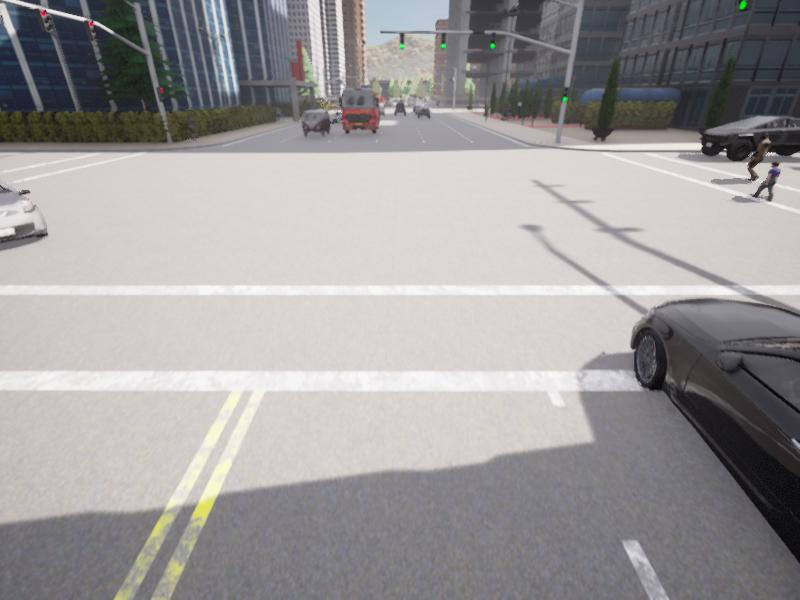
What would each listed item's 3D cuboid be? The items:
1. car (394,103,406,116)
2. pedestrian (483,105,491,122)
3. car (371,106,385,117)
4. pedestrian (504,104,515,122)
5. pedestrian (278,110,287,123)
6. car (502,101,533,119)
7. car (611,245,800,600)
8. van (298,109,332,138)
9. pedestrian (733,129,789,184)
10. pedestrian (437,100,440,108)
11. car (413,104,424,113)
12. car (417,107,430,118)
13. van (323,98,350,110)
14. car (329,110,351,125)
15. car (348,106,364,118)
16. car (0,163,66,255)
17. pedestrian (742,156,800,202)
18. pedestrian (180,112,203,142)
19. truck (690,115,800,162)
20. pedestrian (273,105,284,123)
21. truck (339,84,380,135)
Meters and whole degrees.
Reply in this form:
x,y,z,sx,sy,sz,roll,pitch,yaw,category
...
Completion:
x,y,z,sx,sy,sz,roll,pitch,yaw,category
0.045,-32.140,67.413,1.905,1.878,3.866,0,27,0,car
10.243,-22.017,47.237,0.751,1.860,0.751,3,27,6,pedestrian
-3.458,-30.455,64.655,1.994,1.385,4.181,0,27,0,car
13.300,-22.703,48.572,0.751,1.860,0.751,-12,30,-22,pedestrian
-13.877,-21.720,47.317,0.751,1.300,0.751,-2,27,-3,pedestrian
16.658,-26.802,56.393,2.390,2.098,6.274,15,31,27,car
3.610,1.078,2.963,1.812,1.442,4.674,1,27,3,car
-6.977,-14.776,33.369,1.775,1.987,4.442,0,27,0,van
13.686,-5.461,15.213,0.751,1.860,0.751,-7,28,-13,pedestrian
10.042,-51.254,104.368,0.751,1.860,0.751,-3,27,-6,pedestrian
3.551,-37.734,78.704,1.882,1.535,5.008,0,27,0,car
3.508,-28.310,60.330,1.837,1.490,4.892,0,26,0,car
-14.858,-45.933,93.613,5.915,2.561,1.988,0,27,0,van
-6.969,-21.347,46.769,1.970,1.475,3.806,0,27,0,car
-6.960,-29.897,63.552,2.033,1.411,5.357,0,27,0,car
-9.869,-2.209,9.317,3.633,1.501,1.845,18,31,31,car
11.721,-3.828,12.641,0.751,1.300,0.751,-1,27,-1,pedestrian
-14.352,-11.919,27.551,0.751,1.860,0.751,1,27,2,pedestrian
19.344,-8.448,20.831,6.274,2.098,2.390,0,27,1,truck
-14.140,-21.655,46.576,0.751,1.860,0.751,0,27,1,pedestrian
-3.482,-17.683,37.026,2.891,3.827,8.468,0,27,0,truck
